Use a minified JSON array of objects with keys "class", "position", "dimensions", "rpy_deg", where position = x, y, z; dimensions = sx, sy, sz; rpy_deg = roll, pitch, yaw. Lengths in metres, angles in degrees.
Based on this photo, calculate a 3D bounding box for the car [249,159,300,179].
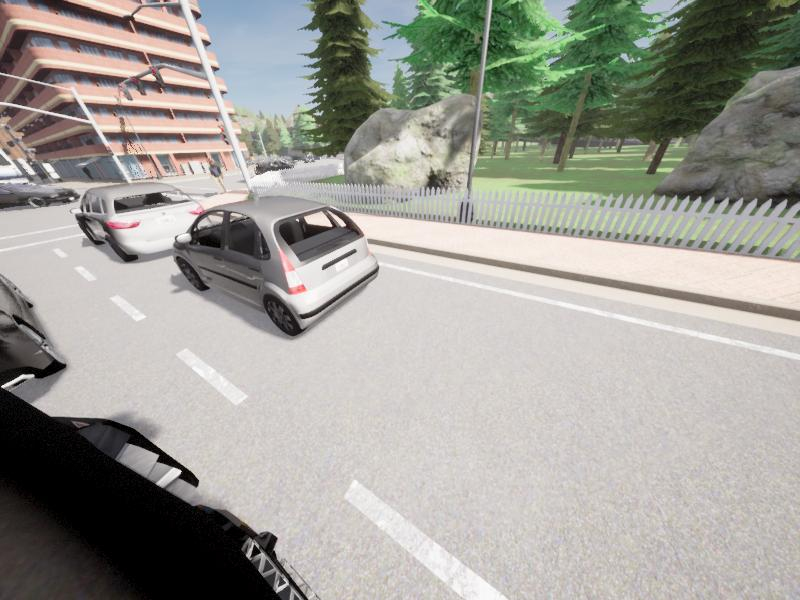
[{"class":"car","position":[-13.436,-14.336,25.118],"dimensions":[1.837,1.490,4.892],"rpy_deg":[8,35,16]}]

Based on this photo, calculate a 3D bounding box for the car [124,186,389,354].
[{"class":"car","position":[-2.422,-0.931,4.082],"dimensions":[3.988,1.617,1.851],"rpy_deg":[16,38,27]}]

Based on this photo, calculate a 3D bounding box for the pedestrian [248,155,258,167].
[{"class":"pedestrian","position":[-27.209,-25.834,42.849],"dimensions":[0.751,1.860,0.751],"rpy_deg":[-8,34,-8]}]

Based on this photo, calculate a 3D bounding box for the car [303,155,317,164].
[{"class":"car","position":[-18.204,-28.349,46.606],"dimensions":[1.970,1.475,3.806],"rpy_deg":[-15,35,-18]}]

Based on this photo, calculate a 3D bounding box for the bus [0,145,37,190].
[{"class":"bus","position":[-49.466,-15.808,27.733],"dimensions":[10.273,4.253,3.944],"rpy_deg":[16,38,27]}]

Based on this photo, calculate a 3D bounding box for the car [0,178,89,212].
[{"class":"car","position":[-23.251,-6.181,13.752],"dimensions":[5.357,1.411,2.033],"rpy_deg":[-12,35,-13]}]

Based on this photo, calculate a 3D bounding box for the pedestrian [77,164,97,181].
[{"class":"pedestrian","position":[-40.566,-16.524,29.964],"dimensions":[0.751,1.860,0.751],"rpy_deg":[24,42,34]}]

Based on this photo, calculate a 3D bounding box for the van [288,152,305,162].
[{"class":"van","position":[-28.075,-38.767,62.593],"dimensions":[4.442,1.987,1.775],"rpy_deg":[20,40,31]}]

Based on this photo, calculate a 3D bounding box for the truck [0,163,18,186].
[{"class":"truck","position":[-60.299,-18.913,33.624],"dimensions":[8.468,3.827,2.891],"rpy_deg":[16,38,27]}]

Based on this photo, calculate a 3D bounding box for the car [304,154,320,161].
[{"class":"car","position":[-24.381,-39.538,63.924],"dimensions":[4.193,1.474,1.816],"rpy_deg":[23,41,33]}]

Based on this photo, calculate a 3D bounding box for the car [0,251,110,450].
[{"class":"car","position":[-6.014,0.305,2.586],"dimensions":[4.902,1.511,2.128],"rpy_deg":[16,38,27]}]

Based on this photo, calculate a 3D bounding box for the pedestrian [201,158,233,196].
[{"class":"pedestrian","position":[-10.697,-7.193,13.541],"dimensions":[0.751,1.860,0.751],"rpy_deg":[-26,40,-30]}]

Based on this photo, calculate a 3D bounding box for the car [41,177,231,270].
[{"class":"car","position":[-7.775,-2.550,6.878],"dimensions":[4.611,1.667,2.242],"rpy_deg":[17,38,27]}]

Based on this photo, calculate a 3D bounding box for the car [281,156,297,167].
[{"class":"car","position":[-19.871,-24.870,41.429],"dimensions":[1.789,1.549,3.705],"rpy_deg":[-10,34,-11]}]
